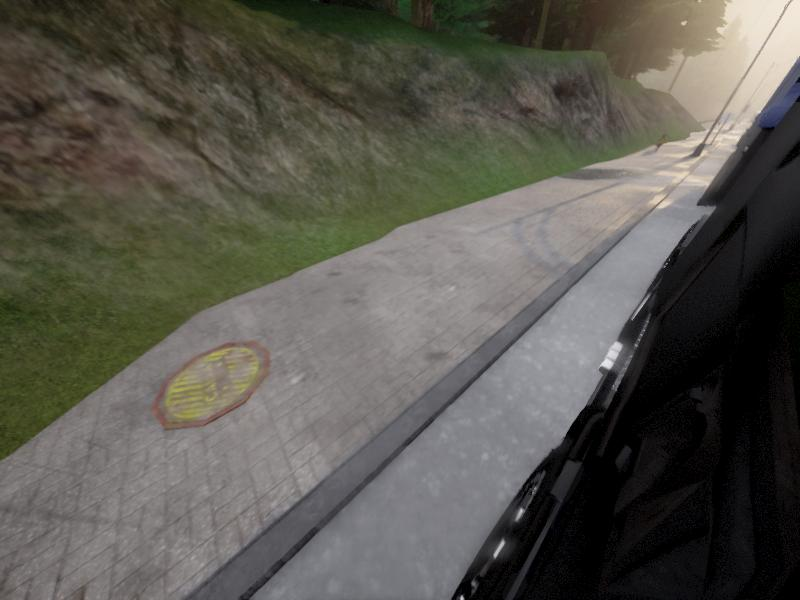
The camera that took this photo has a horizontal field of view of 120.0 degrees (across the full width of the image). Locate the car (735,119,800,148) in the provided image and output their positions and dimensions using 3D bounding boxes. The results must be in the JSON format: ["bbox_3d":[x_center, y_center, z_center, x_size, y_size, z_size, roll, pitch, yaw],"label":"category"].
[{"bbox_3d":[29.281,-13.353,18.465,4.611,1.667,2.242,-28,44,-30],"label":"car"}]

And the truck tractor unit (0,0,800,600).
[{"bbox_3d":[2.645,-0.295,0.352,6.516,4.208,3.053,-28,44,-30],"label":"truck tractor unit"}]

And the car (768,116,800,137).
[{"bbox_3d":[43.412,-18.412,24.463,2.033,1.649,4.856,6,38,14],"label":"car"}]

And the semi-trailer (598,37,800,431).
[{"bbox_3d":[8.716,-3.577,4.235,14.254,4.402,2.717,-28,43,-30],"label":"semi-trailer"}]

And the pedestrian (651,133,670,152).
[{"bbox_3d":[18.631,-11.255,16.540,0.500,1.100,0.500,25,45,32],"label":"pedestrian"}]
